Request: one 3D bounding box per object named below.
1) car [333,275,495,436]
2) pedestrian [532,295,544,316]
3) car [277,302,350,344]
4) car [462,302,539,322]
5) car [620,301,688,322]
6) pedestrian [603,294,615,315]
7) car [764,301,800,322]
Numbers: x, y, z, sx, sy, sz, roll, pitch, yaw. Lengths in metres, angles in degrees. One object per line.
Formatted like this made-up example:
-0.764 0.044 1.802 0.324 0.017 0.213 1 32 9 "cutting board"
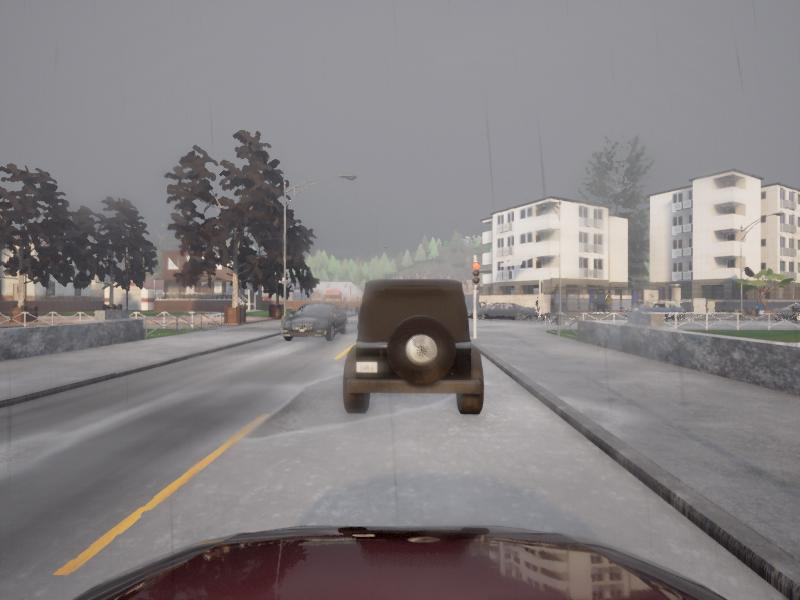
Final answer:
0.220 0.646 6.640 1.905 1.878 3.866 0 0 2 "car"
12.383 0.524 35.807 0.751 1.860 0.751 0 0 -6 "pedestrian"
-3.439 0.844 16.914 1.837 1.490 4.892 0 0 3 "car"
7.510 0.895 30.252 5.357 1.411 2.033 0 0 -1 "car"
18.967 0.853 29.975 3.806 1.475 1.970 0 0 2 "car"
18.797 0.417 35.997 0.751 1.860 0.751 0 0 2 "pedestrian"
30.281 0.845 29.592 4.892 1.490 1.837 0 0 2 "car"
